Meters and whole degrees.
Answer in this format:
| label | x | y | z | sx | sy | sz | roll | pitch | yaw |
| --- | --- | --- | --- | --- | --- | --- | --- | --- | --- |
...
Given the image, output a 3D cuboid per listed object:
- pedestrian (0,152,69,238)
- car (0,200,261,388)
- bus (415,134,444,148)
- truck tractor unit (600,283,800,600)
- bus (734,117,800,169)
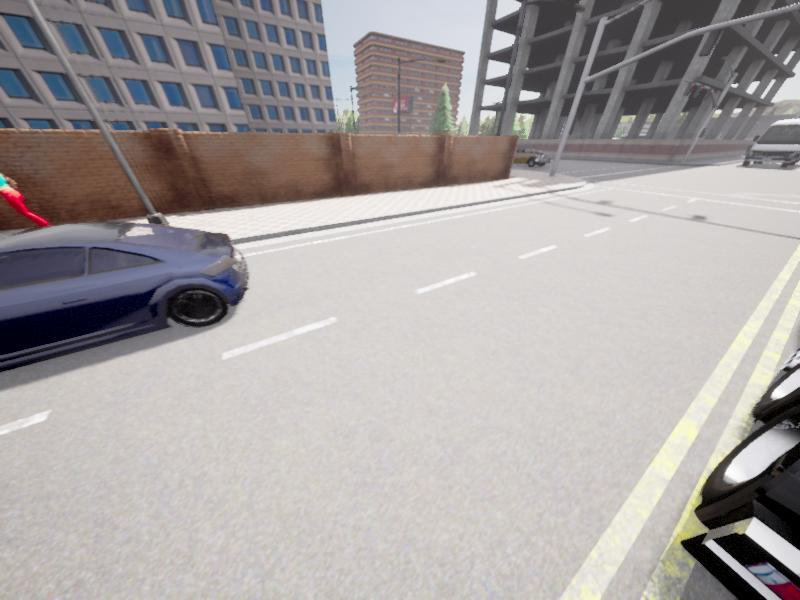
| label | x | y | z | sx | sy | sz | roll | pitch | yaw |
| --- | --- | --- | --- | --- | --- | --- | --- | --- | --- |
| pedestrian | -10.060 | -2.691 | 5.972 | 0.751 | 1.860 | 0.751 | -18 | 39 | -24 |
| car | -4.548 | -0.224 | 3.155 | 4.181 | 1.385 | 1.994 | -19 | 39 | -25 |
| bus | 11.214 | -59.897 | 87.197 | 10.273 | 4.253 | 3.944 | -18 | 39 | -25 |
| truck tractor unit | 5.135 | -0.276 | 0.738 | 6.516 | 4.208 | 3.053 | -17 | 38 | -23 |
| bus | 43.226 | -17.440 | 25.726 | 10.273 | 4.253 | 3.944 | -19 | 39 | -25 |
